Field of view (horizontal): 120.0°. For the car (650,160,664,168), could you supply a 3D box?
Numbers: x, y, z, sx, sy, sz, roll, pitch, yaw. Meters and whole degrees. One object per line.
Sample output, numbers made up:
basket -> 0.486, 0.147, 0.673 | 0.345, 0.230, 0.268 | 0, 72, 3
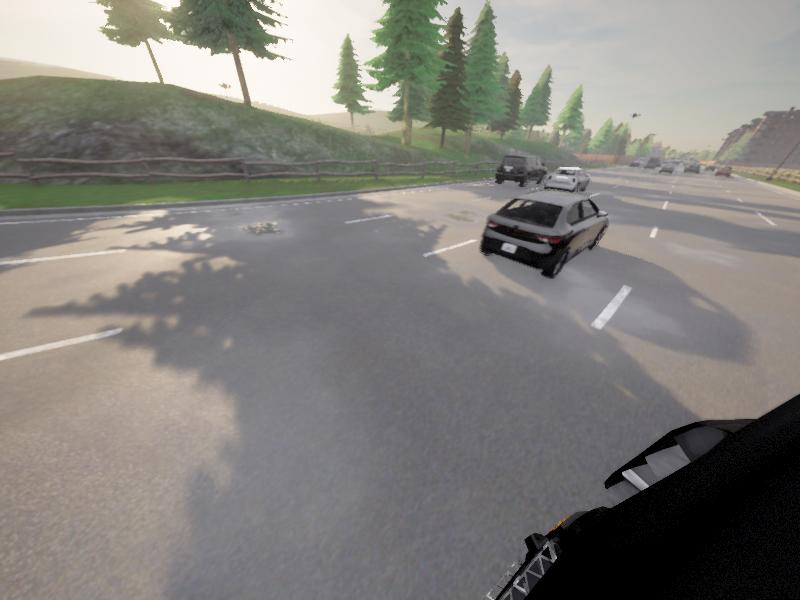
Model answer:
car -> 74.500, -39.488, 67.039 | 3.866, 1.878, 1.905 | -26, 43, -36

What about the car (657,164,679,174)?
car -> 50.006, -24.449, 43.061 | 5.357, 1.411, 2.033 | -26, 43, -36

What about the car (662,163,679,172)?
car -> 59.094, -29.025, 50.454 | 3.633, 1.501, 1.845 | -26, 43, -36

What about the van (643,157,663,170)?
van -> 61.784, -33.452, 56.398 | 5.915, 2.561, 1.988 | -26, 43, -36

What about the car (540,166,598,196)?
car -> 11.668, -8.297, 15.943 | 3.806, 1.475, 1.970 | -26, 43, -36

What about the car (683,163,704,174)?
car -> 63.210, -28.379, 49.803 | 4.611, 1.667, 2.242 | -26, 43, -36

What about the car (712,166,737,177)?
car -> 56.697, -22.477, 40.419 | 3.633, 1.501, 1.845 | -26, 43, -36

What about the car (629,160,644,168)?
car -> 64.078, -36.893, 62.597 | 5.238, 1.638, 1.930 | -26, 43, -36

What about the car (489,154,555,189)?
car -> 9.645, -10.185, 18.129 | 5.566, 2.045, 2.150 | -26, 43, -36

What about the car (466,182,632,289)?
car -> 3.815, -1.933, 5.798 | 4.193, 1.474, 1.816 | -24, 42, -34

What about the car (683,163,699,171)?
car -> 78.264, -35.828, 62.177 | 4.902, 1.511, 2.128 | -26, 43, -36

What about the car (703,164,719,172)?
car -> 78.845, -33.461, 58.598 | 4.892, 1.490, 1.837 | -26, 43, -36

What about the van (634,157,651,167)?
van -> 75.037, -42.664, 71.350 | 6.366, 2.431, 2.351 | -26, 43, -36
